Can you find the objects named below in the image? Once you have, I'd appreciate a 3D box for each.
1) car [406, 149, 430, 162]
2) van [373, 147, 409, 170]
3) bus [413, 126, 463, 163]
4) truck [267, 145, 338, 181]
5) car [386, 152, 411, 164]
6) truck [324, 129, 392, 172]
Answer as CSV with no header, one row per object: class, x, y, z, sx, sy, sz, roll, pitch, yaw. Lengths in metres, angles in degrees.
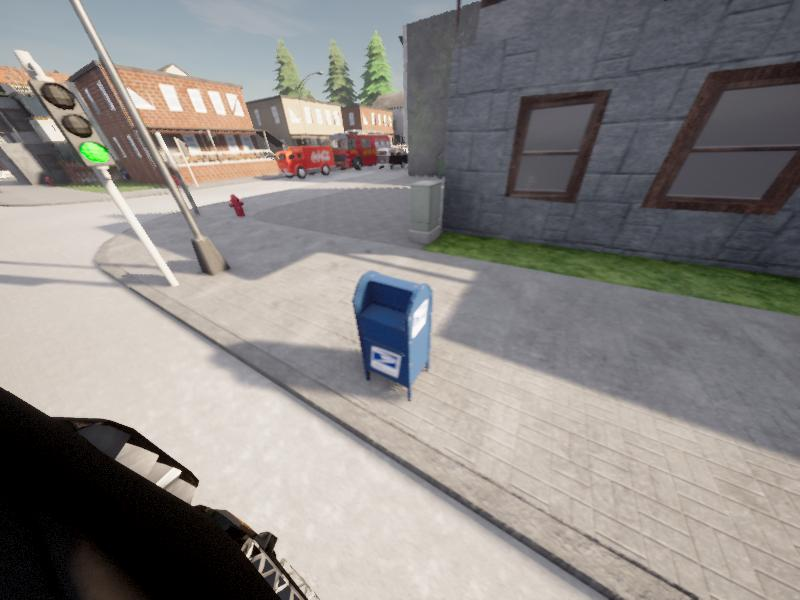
car,3.130,-24.683,39.386,1.882,1.535,5.008,16,38,26
van,-0.894,-16.504,26.888,2.069,2.038,4.480,16,36,26
bus,6.248,-24.648,36.687,3.944,4.253,10.273,16,38,26
truck,-8.883,-12.974,21.714,2.627,2.467,5.204,18,39,28
car,-0.140,-21.382,34.786,1.994,1.385,4.181,15,38,25
truck,-4.544,-18.040,27.826,2.891,3.827,8.468,17,38,26
